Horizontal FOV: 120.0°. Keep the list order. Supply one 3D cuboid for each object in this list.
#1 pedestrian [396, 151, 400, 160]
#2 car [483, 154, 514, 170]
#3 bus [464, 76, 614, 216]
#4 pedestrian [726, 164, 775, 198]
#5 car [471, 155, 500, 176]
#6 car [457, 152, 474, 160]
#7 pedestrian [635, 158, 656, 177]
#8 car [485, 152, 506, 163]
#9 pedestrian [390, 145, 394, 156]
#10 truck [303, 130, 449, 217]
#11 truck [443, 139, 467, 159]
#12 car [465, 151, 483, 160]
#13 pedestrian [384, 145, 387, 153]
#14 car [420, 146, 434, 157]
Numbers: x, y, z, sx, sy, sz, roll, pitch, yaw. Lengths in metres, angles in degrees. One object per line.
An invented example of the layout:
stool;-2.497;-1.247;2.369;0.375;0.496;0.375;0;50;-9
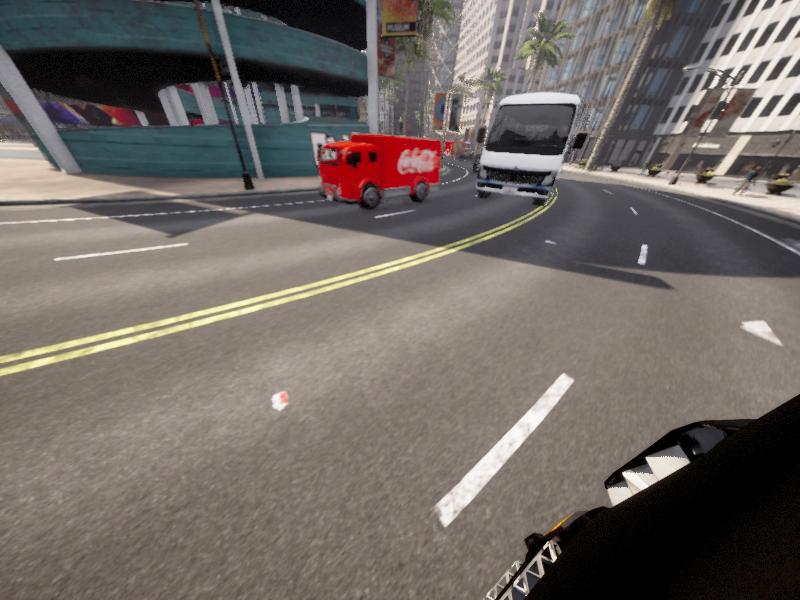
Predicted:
pedestrian;-0.281;-23.208;37.103;0.500;1.100;0.500;-1;34;-6
car;13.200;-18.702;31.307;2.007;1.525;4.514;1;34;-3
bus;7.524;-8.267;12.935;3.944;4.253;10.273;21;38;24
pedestrian;22.906;-7.797;15.171;0.751;1.860;0.751;18;37;21
car;8.851;-14.215;24.335;2.128;1.511;4.902;9;34;8
car;14.430;-31.938;51.224;1.994;1.385;4.181;-2;34;-7
pedestrian;28.803;-15.520;27.085;0.751;1.860;0.751;14;35;16
car;18.718;-27.988;45.447;1.851;1.617;3.988;-1;34;-6
pedestrian;-1.555;-29.838;46.191;0.751;1.860;0.751;-2;34;-7
truck;-0.737;-5.461;9.759;5.204;2.467;2.627;-27;45;-37
truck;13.501;-37.843;57.733;2.891;3.827;8.468;-2;34;-7
car;17.478;-34.252;54.762;2.128;1.511;4.902;-2;34;-7
pedestrian;-3.868;-41.350;63.147;0.751;1.860;0.751;-2;34;-7
car;6.569;-36.598;56.989;2.150;2.045;5.566;-2;34;-7
